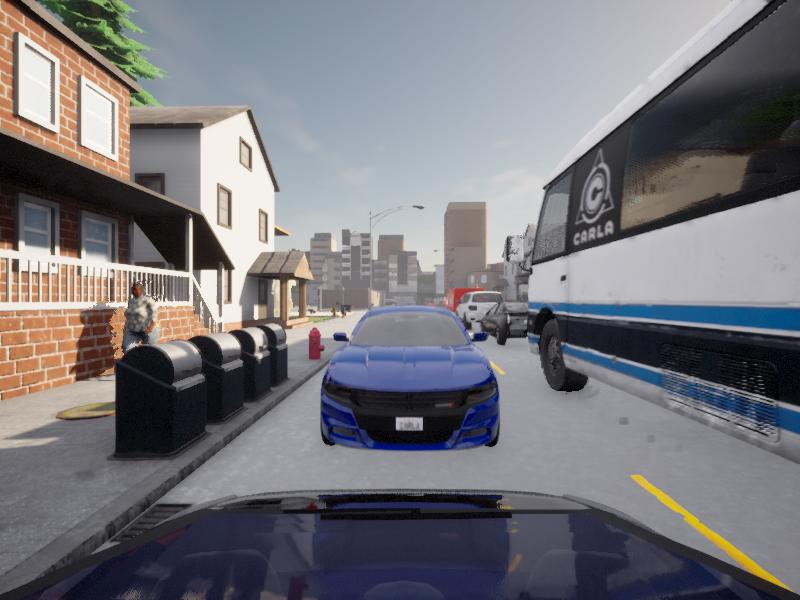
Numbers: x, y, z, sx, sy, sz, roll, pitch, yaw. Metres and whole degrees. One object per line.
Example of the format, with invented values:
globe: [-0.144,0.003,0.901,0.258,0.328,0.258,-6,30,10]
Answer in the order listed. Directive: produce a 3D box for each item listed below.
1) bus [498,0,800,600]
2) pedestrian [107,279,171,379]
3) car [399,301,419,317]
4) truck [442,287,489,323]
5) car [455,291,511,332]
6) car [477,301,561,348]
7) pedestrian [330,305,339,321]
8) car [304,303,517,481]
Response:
bus: [3.968,-0.534,3.459,3.944,4.253,10.273,0,0,1]
pedestrian: [-5.055,0.533,7.787,0.751,1.860,0.751,0,0,2]
car: [0.875,0.844,39.115,1.837,1.490,4.892,0,0,1]
truck: [4.794,0.357,30.240,2.627,2.467,5.204,0,0,0]
car: [4.537,0.568,22.777,2.150,2.045,5.566,0,0,1]
car: [4.358,0.828,15.497,2.007,1.525,4.514,0,0,1]
pedestrian: [-4.604,0.913,28.048,0.500,1.100,0.500,0,0,1]
car: [0.148,0.823,6.037,1.882,1.535,5.008,0,0,1]
